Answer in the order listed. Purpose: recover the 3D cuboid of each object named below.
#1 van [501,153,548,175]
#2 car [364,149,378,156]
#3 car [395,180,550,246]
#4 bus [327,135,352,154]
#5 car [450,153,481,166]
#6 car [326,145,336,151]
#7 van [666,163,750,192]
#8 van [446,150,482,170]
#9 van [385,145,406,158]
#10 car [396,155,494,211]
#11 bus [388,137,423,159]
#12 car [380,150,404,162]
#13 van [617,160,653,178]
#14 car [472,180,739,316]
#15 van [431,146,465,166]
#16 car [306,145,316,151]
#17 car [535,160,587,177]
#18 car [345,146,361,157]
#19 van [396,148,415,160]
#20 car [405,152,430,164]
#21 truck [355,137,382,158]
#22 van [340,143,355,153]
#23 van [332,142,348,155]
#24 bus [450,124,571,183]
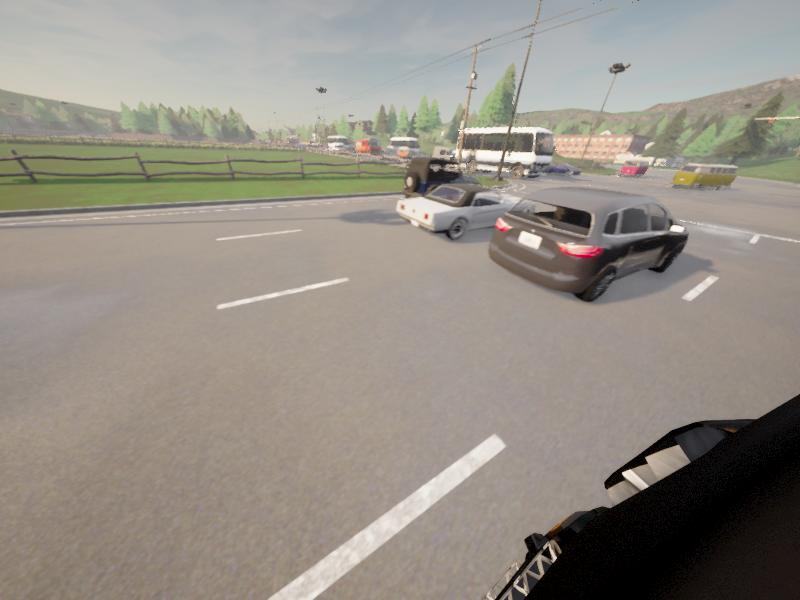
[{"bbox_3d":[15.538,-17.196,29.200,2.069,2.038,4.480,-18,39,-28],"label":"van"},{"bbox_3d":[-7.632,-39.087,61.187,1.812,1.442,4.674,-16,38,-26],"label":"car"},{"bbox_3d":[2.380,-3.035,7.541,4.718,1.301,1.895,-16,38,-26],"label":"car"},{"bbox_3d":[-18.406,-47.035,69.883,3.944,4.253,10.273,-16,38,-26],"label":"bus"},{"bbox_3d":[11.372,-24.651,40.554,2.152,1.651,5.027,-16,38,-26],"label":"car"},{"bbox_3d":[-25.601,-56.475,86.017,1.930,1.638,5.238,-16,38,-26],"label":"car"},{"bbox_3d":[27.973,-11.242,21.134,4.442,1.987,1.775,1,34,-3],"label":"van"},{"bbox_3d":[8.882,-19.666,32.450,2.069,2.038,4.480,-17,39,-26],"label":"van"},{"bbox_3d":[-1.247,-37.152,57.816,2.351,2.431,6.366,-16,38,-26],"label":"van"},{"bbox_3d":[1.986,-5.415,10.569,3.866,1.878,1.905,-16,38,-26],"label":"car"},{"bbox_3d":[1.214,-39.492,59.874,3.944,4.253,10.273,-16,38,-26],"label":"bus"},{"bbox_3d":[-1.528,-25.741,41.245,2.242,1.667,4.611,-16,38,-26],"label":"car"},{"bbox_3d":[32.346,-18.089,31.795,4.442,1.987,1.775,-19,39,-28],"label":"van"},{"bbox_3d":[4.269,-1.512,5.032,4.611,1.667,2.242,-14,37,-24],"label":"car"},{"bbox_3d":[8.029,-24.483,39.226,1.988,2.561,5.915,-16,39,-26],"label":"van"},{"bbox_3d":[-32.475,-55.481,84.123,2.242,1.667,4.611,-16,38,-26],"label":"car"},{"bbox_3d":[20.255,-16.651,29.221,2.163,1.488,4.792,-24,42,-34],"label":"car"},{"bbox_3d":[-11.071,-35.020,54.403,1.932,1.855,4.605,-16,38,-26],"label":"car"},{"bbox_3d":[1.156,-30.860,48.886,1.775,1.987,4.442,-16,38,-26],"label":"van"},{"bbox_3d":[2.980,-25.108,40.763,1.837,1.490,4.892,-16,38,-26],"label":"car"},{"bbox_3d":[-7.589,-36.296,54.807,2.891,3.827,8.468,-16,38,-26],"label":"truck"},{"bbox_3d":[-16.668,-48.217,73.447,2.351,2.431,6.366,-16,38,-26],"label":"van"},{"bbox_3d":[-15.850,-39.924,60.838,1.988,2.561,5.915,-16,38,-26],"label":"van"},{"bbox_3d":[10.621,-15.440,24.191,3.944,4.253,10.273,-18,39,-28],"label":"bus"}]
